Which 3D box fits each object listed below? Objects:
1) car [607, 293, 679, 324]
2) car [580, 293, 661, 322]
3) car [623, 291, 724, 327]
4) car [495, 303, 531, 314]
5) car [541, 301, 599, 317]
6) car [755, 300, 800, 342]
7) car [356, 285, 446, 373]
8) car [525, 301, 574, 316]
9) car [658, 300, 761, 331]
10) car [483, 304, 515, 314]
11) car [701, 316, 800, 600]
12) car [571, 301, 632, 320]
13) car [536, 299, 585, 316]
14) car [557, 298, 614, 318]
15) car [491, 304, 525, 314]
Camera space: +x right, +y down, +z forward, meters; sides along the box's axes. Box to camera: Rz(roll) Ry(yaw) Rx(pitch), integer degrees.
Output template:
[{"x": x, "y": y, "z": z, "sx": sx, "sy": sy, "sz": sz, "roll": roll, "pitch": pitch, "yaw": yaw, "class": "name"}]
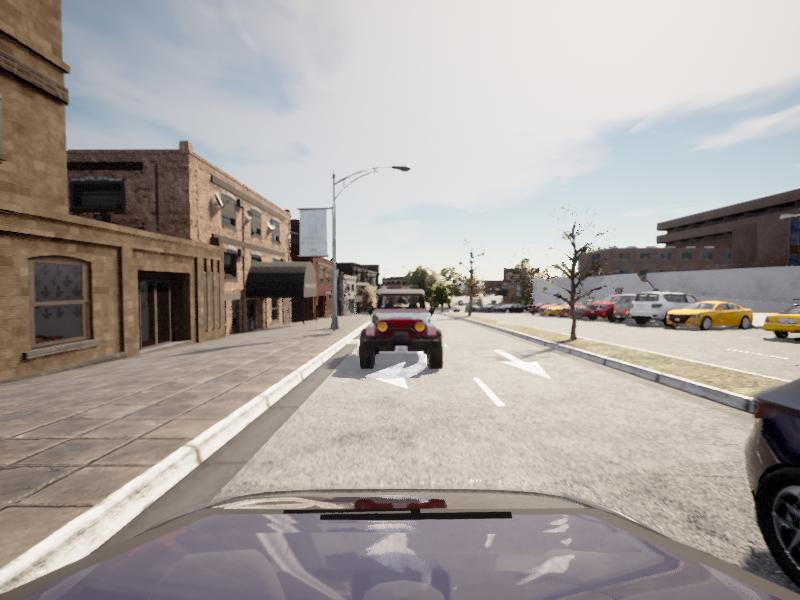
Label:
[{"x": 16.939, "y": 0.585, "z": 27.917, "sx": 4.442, "sy": 1.987, "sz": 1.878, "roll": 1, "pitch": 0, "yaw": -20, "class": "car"}, {"x": 17.033, "y": 0.576, "z": 30.920, "sx": 5.566, "sy": 2.045, "sz": 2.435, "roll": 1, "pitch": 0, "yaw": -20, "class": "car"}, {"x": 17.062, "y": 0.552, "z": 24.994, "sx": 5.566, "sy": 2.045, "sz": 2.435, "roll": 1, "pitch": 0, "yaw": -20, "class": "car"}, {"x": 17.164, "y": 1.305, "z": 60.683, "sx": 5.008, "sy": 1.535, "sz": 2.097, "roll": 1, "pitch": -1, "yaw": -20, "class": "car"}, {"x": 16.914, "y": 0.902, "z": 39.792, "sx": 5.366, "sy": 1.575, "sz": 1.946, "roll": 1, "pitch": -1, "yaw": -20, "class": "car"}, {"x": 17.175, "y": 0.806, "z": 16.116, "sx": 5.366, "sy": 1.575, "sz": 1.946, "roll": 1, "pitch": 0, "yaw": -20, "class": "car"}, {"x": 0.032, "y": 0.630, "z": 10.439, "sx": 1.905, "sy": 1.878, "sz": 3.866, "roll": 0, "pitch": 0, "yaw": 0, "class": "car"}, {"x": 17.100, "y": 0.992, "z": 45.814, "sx": 5.008, "sy": 1.535, "sz": 2.097, "roll": 1, "pitch": -1, "yaw": -20, "class": "car"}, {"x": 17.029, "y": 0.801, "z": 22.003, "sx": 5.008, "sy": 1.535, "sz": 2.097, "roll": 1, "pitch": 0, "yaw": -20, "class": "car"}, {"x": 17.226, "y": 1.554, "z": 69.555, "sx": 4.892, "sy": 1.521, "sz": 2.231, "roll": 1, "pitch": -2, "yaw": -18, "class": "car"}, {"x": 3.006, "y": 0.852, "z": 0.694, "sx": 1.816, "sy": 1.474, "sz": 4.193, "roll": 0, "pitch": 0, "yaw": 0, "class": "car"}, {"x": 17.068, "y": 0.888, "z": 33.910, "sx": 4.674, "sy": 1.452, "sz": 2.002, "roll": 1, "pitch": 0, "yaw": -20, "class": "car"}, {"x": 17.130, "y": 0.823, "z": 42.848, "sx": 4.553, "sy": 1.767, "sz": 2.185, "roll": 1, "pitch": -1, "yaw": -20, "class": "car"}, {"x": 17.107, "y": 0.751, "z": 36.897, "sx": 4.553, "sy": 1.767, "sz": 2.185, "roll": 1, "pitch": -1, "yaw": -20, "class": "car"}, {"x": 17.179, "y": 1.385, "z": 63.644, "sx": 5.008, "sy": 1.535, "sz": 2.097, "roll": 1, "pitch": -1, "yaw": -19, "class": "car"}]
